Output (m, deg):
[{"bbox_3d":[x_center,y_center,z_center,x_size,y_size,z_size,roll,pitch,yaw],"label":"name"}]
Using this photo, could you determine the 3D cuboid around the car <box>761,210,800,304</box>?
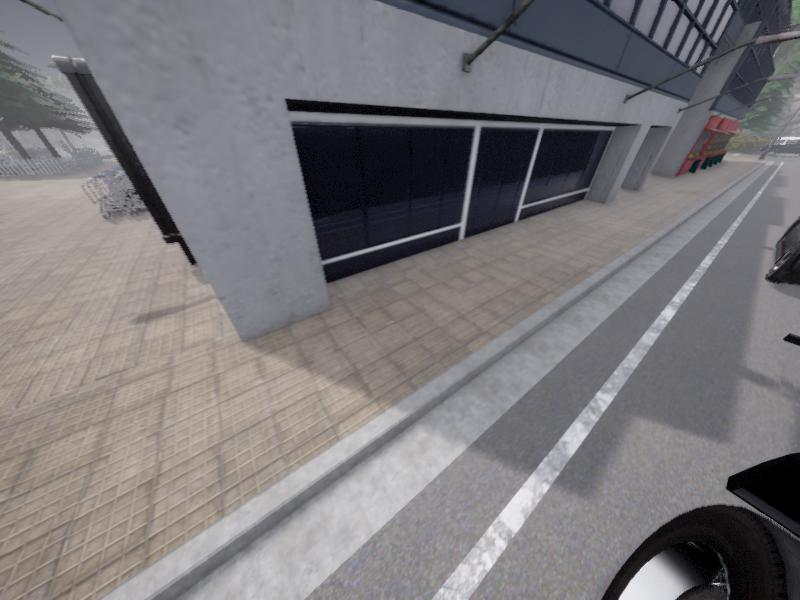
[{"bbox_3d":[8.559,-0.929,3.967,4.181,1.385,1.994,-23,41,-29],"label":"car"}]

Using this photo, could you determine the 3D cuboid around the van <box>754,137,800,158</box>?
[{"bbox_3d":[47.117,-18.375,27.774,2.069,2.038,4.480,-23,41,-29],"label":"van"}]

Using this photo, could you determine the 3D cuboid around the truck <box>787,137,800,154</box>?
[{"bbox_3d":[59.378,-22.371,33.305,6.274,2.098,2.390,-27,43,-33],"label":"truck"}]
